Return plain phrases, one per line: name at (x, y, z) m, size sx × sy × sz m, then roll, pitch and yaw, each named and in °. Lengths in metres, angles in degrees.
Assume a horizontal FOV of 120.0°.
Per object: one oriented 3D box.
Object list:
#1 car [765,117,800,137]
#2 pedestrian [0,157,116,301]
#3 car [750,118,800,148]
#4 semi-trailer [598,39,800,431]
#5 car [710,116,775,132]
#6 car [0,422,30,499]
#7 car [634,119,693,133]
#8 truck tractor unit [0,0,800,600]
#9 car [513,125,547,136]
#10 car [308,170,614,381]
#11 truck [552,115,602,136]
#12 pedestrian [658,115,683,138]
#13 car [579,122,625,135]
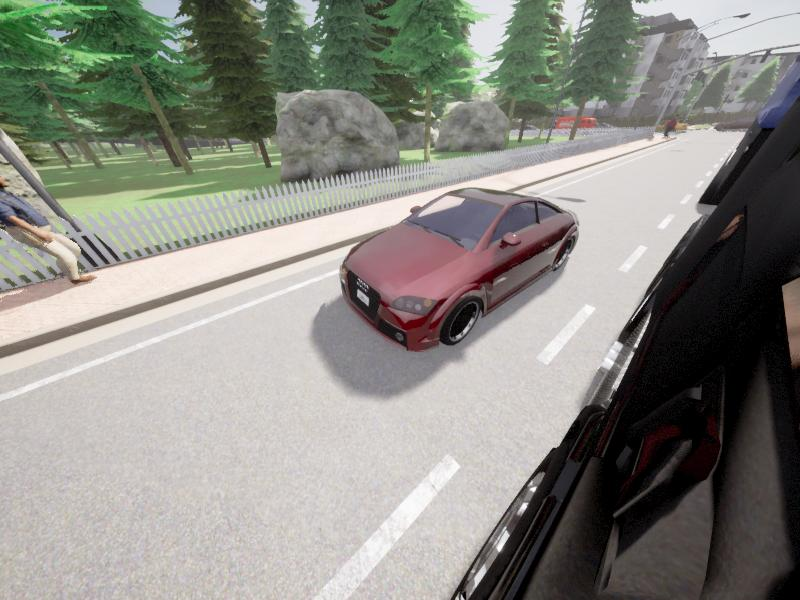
car at (40.430, -17.168, 22.778) m, size 4.792 × 1.488 × 2.163 m, roll -4°, pitch 37°, yaw -2°
pedestrian at (-5.685, -1.054, 3.563) m, size 0.751 × 1.860 × 0.751 m, roll -27°, pitch 43°, yaw -29°
car at (28.415, -12.542, 17.278) m, size 5.366 × 1.575 × 1.801 m, roll -27°, pitch 43°, yaw -29°
semi-trailer at (8.708, -3.601, 4.214) m, size 14.254 × 4.402 × 2.717 m, roll -28°, pitch 44°, yaw -30°
car at (45.957, -23.640, 31.104) m, size 1.812 × 1.442 × 4.674 m, roll -26°, pitch 43°, yaw -28°
car at (-4.470, 1.841, 0.127) m, size 3.988 × 1.617 × 1.851 m, roll -27°, pitch 43°, yaw -29°
car at (38.749, -25.635, 34.109) m, size 1.801 × 1.575 × 5.366 m, roll -26°, pitch 43°, yaw -28°
truck tractor unit at (2.645, -0.295, 0.351) m, size 6.516 × 4.208 × 3.053 m, roll -28°, pitch 44°, yaw -30°
car at (23.190, -30.320, 41.421) m, size 1.837 × 1.490 × 4.892 m, roll -26°, pitch 43°, yaw -28°
car at (1.113, -0.949, 3.698) m, size 4.181 × 1.385 × 1.994 m, roll -26°, pitch 43°, yaw -28°
truck at (27.677, -27.362, 36.373) m, size 2.627 × 2.467 × 5.204 m, roll -26°, pitch 43°, yaw -28°
pedestrian at (28.208, -18.039, 24.105) m, size 0.751 × 1.860 × 0.751 m, roll -14°, pitch 38°, yaw -14°
car at (31.964, -27.228, 36.724) m, size 2.128 × 1.511 × 4.902 m, roll -26°, pitch 43°, yaw -28°
